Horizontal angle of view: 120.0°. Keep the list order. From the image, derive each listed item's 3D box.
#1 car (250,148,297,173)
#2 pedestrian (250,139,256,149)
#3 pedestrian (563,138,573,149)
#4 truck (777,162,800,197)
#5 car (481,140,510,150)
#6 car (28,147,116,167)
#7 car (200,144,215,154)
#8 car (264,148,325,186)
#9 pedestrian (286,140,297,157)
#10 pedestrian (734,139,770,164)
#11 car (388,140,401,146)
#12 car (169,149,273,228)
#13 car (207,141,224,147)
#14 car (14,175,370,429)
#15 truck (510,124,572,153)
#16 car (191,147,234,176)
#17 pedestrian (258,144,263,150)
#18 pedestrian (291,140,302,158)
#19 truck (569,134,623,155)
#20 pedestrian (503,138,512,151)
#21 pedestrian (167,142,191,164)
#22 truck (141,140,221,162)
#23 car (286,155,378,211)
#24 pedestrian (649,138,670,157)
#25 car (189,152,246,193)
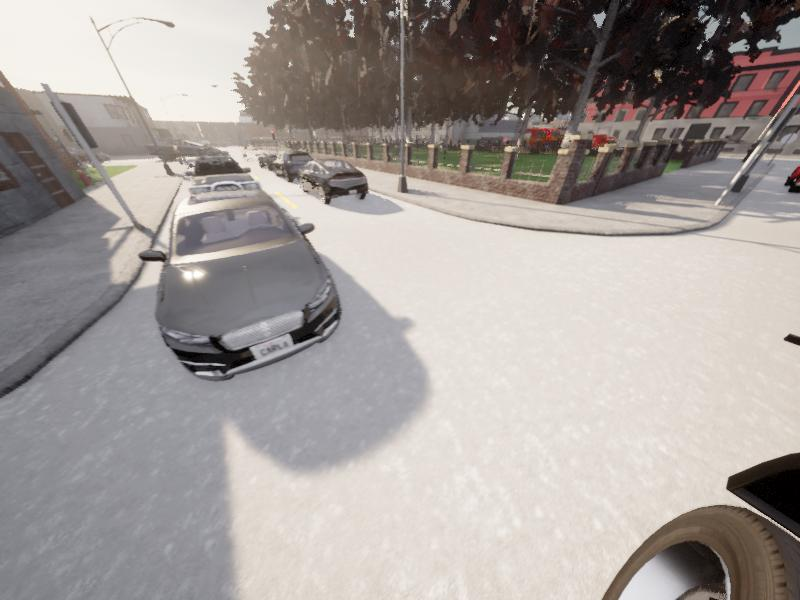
[{"bbox_3d":[-10.795,-11.941,19.616,2.128,1.511,4.902,-24,42,-30],"label":"car"},{"bbox_3d":[-33.790,-35.790,53.091,0.751,1.860,0.751,-17,38,-22],"label":"pedestrian"},{"bbox_3d":[32.888,-30.622,45.240,0.751,1.860,0.751,-28,44,-33],"label":"pedestrian"},{"bbox_3d":[20.402,-6.177,10.365,5.204,2.467,2.627,-22,41,-28],"label":"truck"},{"bbox_3d":[19.826,-32.184,47.986,2.152,1.651,5.027,-22,41,-28],"label":"car"},{"bbox_3d":[-34.476,-15.301,24.565,4.902,1.511,2.128,-22,41,-28],"label":"car"},{"bbox_3d":[-39.072,-30.632,46.781,1.812,1.442,4.674,-22,41,-28],"label":"car"},{"bbox_3d":[-6.911,-8.747,14.953,2.033,1.649,4.856,-23,41,-29],"label":"car"},{"bbox_3d":[-14.804,-20.597,31.396,0.751,1.860,0.751,-23,41,-28],"label":"pedestrian"},{"bbox_3d":[31.913,-13.502,20.972,0.751,1.860,0.751,4,35,6],"label":"pedestrian"},{"bbox_3d":[-1.757,-53.646,78.954,2.033,1.649,4.856,-22,41,-28],"label":"car"},{"bbox_3d":[-6.501,-4.357,8.507,1.932,1.855,4.605,-22,41,-28],"label":"car"},{"bbox_3d":[-60.628,-51.256,75.902,4.553,1.767,2.097,14,38,19],"label":"car"},{"bbox_3d":[-2.637,-0.914,3.914,2.128,1.511,4.902,-21,40,-26],"label":"car"},{"bbox_3d":[24.835,-28.970,41.479,2.891,3.827,8.468,-22,41,-28],"label":"truck"},{"bbox_3d":[-15.201,-11.410,18.795,2.033,1.649,4.856,-22,41,-27],"label":"car"},{"bbox_3d":[-29.444,-32.210,48.639,0.500,1.100,0.500,-24,41,-29],"label":"pedestrian"},{"bbox_3d":[-13.236,-19.323,29.578,0.751,1.860,0.751,-22,41,-28],"label":"pedestrian"},{"bbox_3d":[30.093,-24.111,35.723,2.627,2.467,5.204,-23,41,-28],"label":"truck"},{"bbox_3d":[19.340,-27.948,41.554,0.751,1.860,0.751,-8,36,-11],"label":"pedestrian"},{"bbox_3d":[-21.968,-14.632,22.979,0.751,1.860,0.751,5,35,7],"label":"pedestrian"},{"bbox_3d":[-26.006,-17.990,27.800,6.274,2.098,2.390,-10,36,-14],"label":"truck"},{"bbox_3d":[-3.208,-5.472,10.382,2.128,1.511,4.902,-22,41,-28],"label":"car"},{"bbox_3d":[31.139,-18.261,27.726,0.751,1.860,0.751,-20,40,-26],"label":"pedestrian"},{"bbox_3d":[-10.539,-7.483,13.306,1.837,1.490,4.892,-22,41,-28],"label":"car"}]
